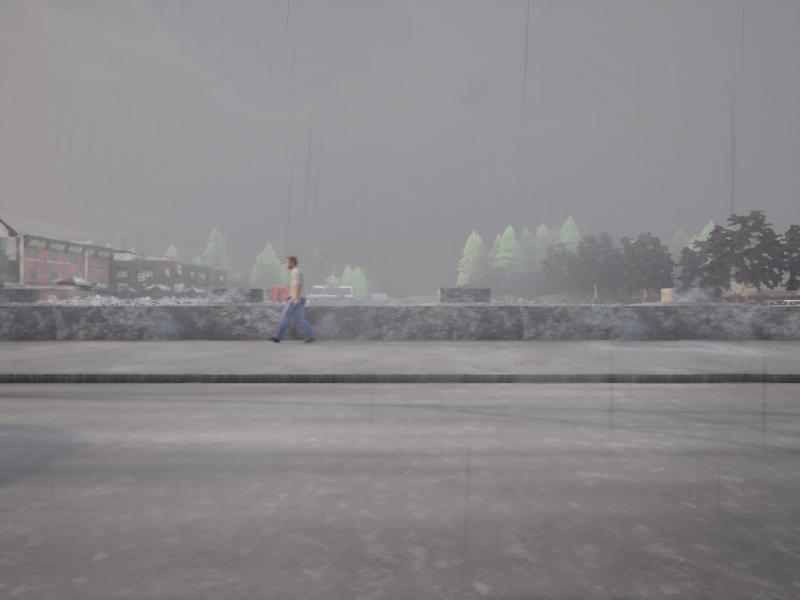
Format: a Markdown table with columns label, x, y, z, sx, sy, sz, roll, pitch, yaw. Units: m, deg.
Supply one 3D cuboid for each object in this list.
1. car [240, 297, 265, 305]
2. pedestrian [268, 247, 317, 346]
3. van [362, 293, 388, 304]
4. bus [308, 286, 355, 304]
| label | x | y | z | sx | sy | sz | roll | pitch | yaw |
| --- | --- | --- | --- | --- | --- | --- | --- | --- | --- |
| car | -32.849 | 0.180 | 89.101 | 4.856 | 1.649 | 2.033 | 0 | 0 | 0 |
| pedestrian | -2.114 | -0.066 | 7.943 | 0.751 | 1.860 | 0.751 | 0 | 0 | 1 |
| van | -5.782 | -0.297 | 93.115 | 5.915 | 2.561 | 1.988 | 0 | 0 | 0 |
| bus | -15.862 | -1.133 | 92.987 | 10.273 | 4.253 | 3.944 | 0 | 0 | 0 |
